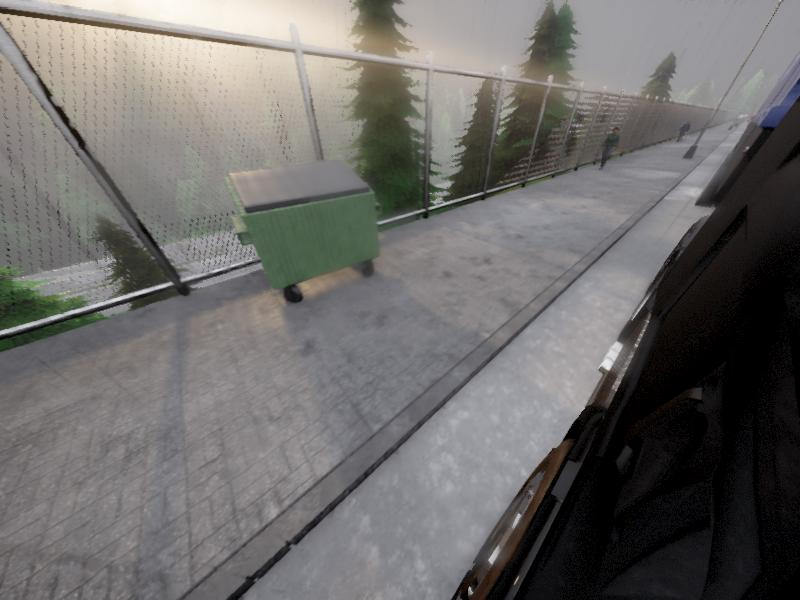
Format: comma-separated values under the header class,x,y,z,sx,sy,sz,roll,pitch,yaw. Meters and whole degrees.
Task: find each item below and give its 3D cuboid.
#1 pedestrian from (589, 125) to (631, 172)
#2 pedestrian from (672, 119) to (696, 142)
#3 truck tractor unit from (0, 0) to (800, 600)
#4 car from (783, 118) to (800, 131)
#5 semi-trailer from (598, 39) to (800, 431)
class,x,y,z,sx,sy,sz,roll,pitch,yaw
pedestrian,10.197,-7.371,11.271,0.751,1.860,0.751,29,47,35
pedestrian,29.174,-17.368,23.731,0.751,1.860,0.751,-29,44,-32
truck tractor unit,2.645,-0.295,0.352,6.516,4.208,3.053,-28,44,-30
car,62.257,-27.443,36.031,3.806,1.475,1.970,-28,43,-30
semi-trailer,8.698,-3.576,4.271,14.254,4.402,2.717,-28,43,-30
